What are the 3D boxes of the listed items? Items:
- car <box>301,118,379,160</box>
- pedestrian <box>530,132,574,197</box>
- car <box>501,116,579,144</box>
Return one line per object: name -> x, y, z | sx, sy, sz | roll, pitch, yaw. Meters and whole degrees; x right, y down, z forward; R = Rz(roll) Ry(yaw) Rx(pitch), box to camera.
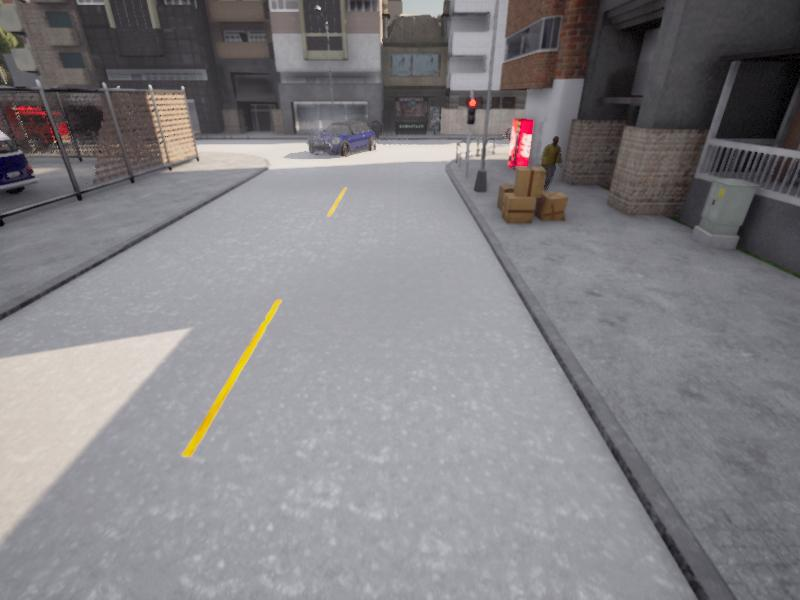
car -> -3.241, -9.257, 22.778 | 2.097, 1.767, 4.553 | 13, 30, 23
pedestrian -> 4.799, -4.307, 12.731 | 0.751, 1.860, 0.751 | -3, 27, -6
car -> 9.823, -12.094, 28.454 | 4.611, 1.667, 2.242 | 0, 27, 0
